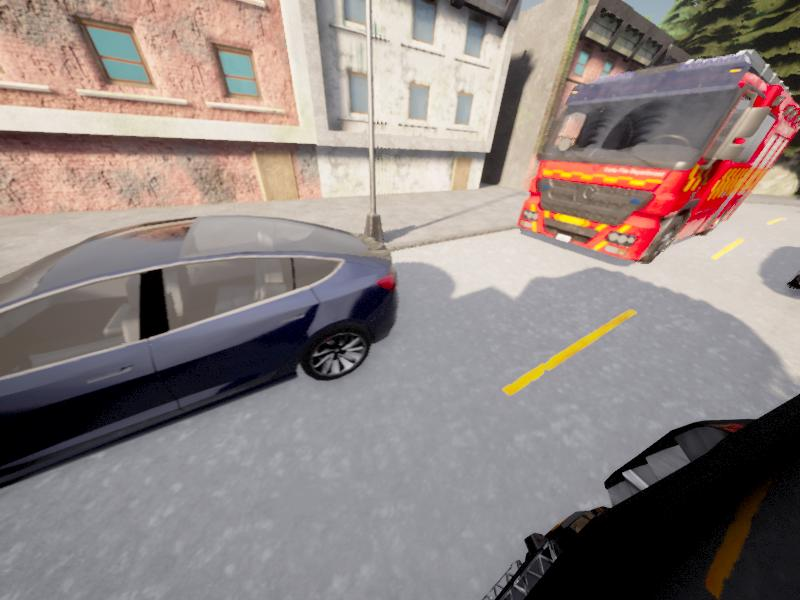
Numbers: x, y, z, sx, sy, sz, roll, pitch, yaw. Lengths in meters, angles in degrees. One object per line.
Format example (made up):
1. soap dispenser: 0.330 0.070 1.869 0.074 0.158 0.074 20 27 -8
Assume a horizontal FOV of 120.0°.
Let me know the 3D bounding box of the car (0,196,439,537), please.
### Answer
1. car: -2.296 0.132 2.207 4.792 1.488 2.163 -16 38 -26

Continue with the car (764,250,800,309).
1. car: 9.879 -0.787 4.510 5.357 1.411 2.033 -16 38 -26

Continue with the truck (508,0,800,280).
1. truck: 7.667 -3.793 6.671 8.468 3.827 2.891 -16 38 -26
